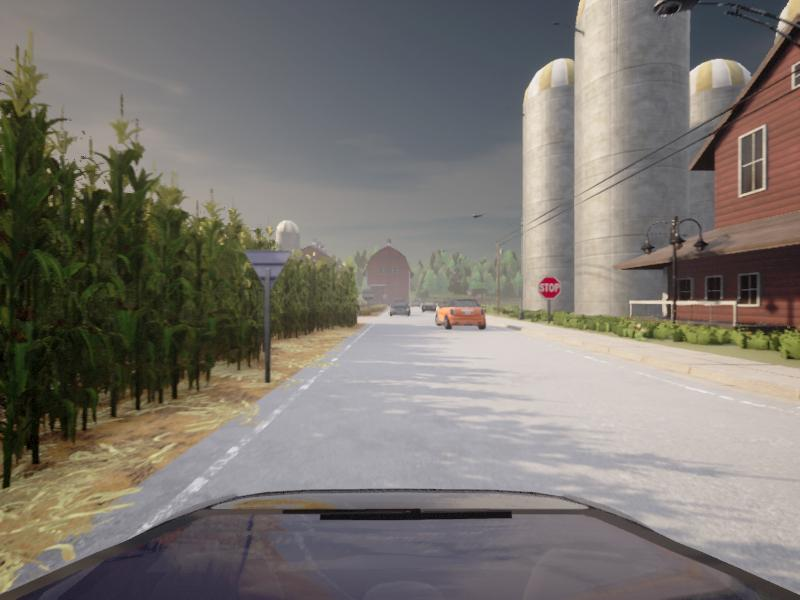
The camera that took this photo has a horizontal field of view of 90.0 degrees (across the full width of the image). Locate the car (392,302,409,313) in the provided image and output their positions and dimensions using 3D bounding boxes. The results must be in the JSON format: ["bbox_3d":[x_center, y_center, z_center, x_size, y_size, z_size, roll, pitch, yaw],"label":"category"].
[{"bbox_3d":[0.098,0.935,51.617,1.994,1.385,4.181,0,0,2],"label":"car"}]

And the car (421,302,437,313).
[{"bbox_3d":[3.816,0.974,51.541,1.895,1.301,4.718,0,0,6],"label":"car"}]

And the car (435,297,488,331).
[{"bbox_3d":[3.391,0.710,22.972,2.097,1.767,4.553,0,0,-3],"label":"car"}]

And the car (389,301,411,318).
[{"bbox_3d":[0.009,0.846,39.311,2.038,1.542,4.974,0,0,0],"label":"car"}]
